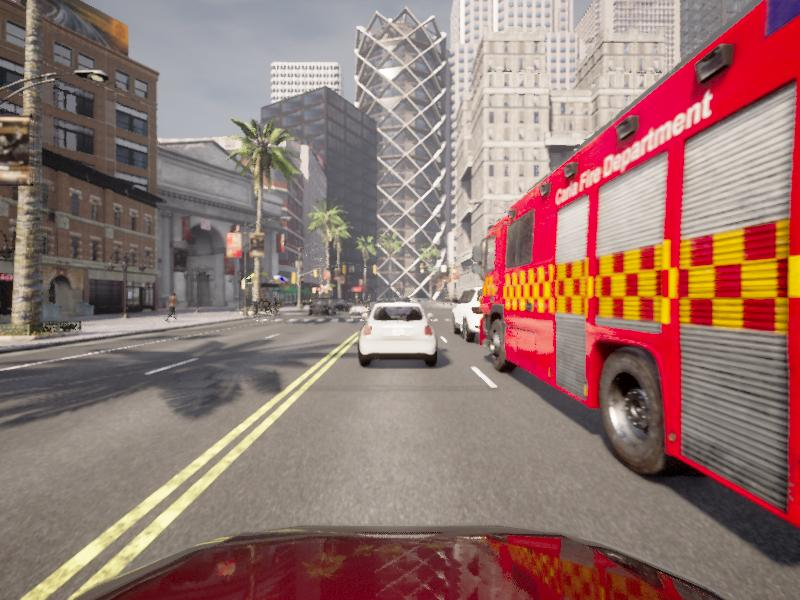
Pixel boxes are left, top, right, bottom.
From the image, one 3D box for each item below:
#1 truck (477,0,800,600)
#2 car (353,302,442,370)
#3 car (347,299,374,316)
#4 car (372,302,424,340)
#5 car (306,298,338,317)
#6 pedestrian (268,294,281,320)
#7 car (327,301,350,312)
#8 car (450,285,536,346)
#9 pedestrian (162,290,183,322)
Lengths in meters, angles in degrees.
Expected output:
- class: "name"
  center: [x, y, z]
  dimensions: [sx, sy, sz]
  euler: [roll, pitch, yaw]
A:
- class: "truck"
  center: [3.443, -0.349, 6.120]
  dimensions: [2.891, 3.827, 8.468]
  euler: [0, 0, 0]
- class: "car"
  center: [-0.060, 0.803, 10.750]
  dimensions: [1.970, 1.475, 3.806]
  euler: [0, 0, 0]
- class: "car"
  center: [-3.600, 0.653, 37.116]
  dimensions: [2.007, 1.525, 4.514]
  euler: [0, 0, 0]
- class: "car"
  center: [-0.080, 0.825, 17.474]
  dimensions: [1.994, 1.385, 4.181]
  euler: [0, 0, 0]
- class: "car"
  center: [-7.100, 0.597, 36.871]
  dimensions: [1.930, 1.638, 5.238]
  euler: [0, 0, 0]
- class: "pedestrian"
  center: [-8.961, 0.502, 28.598]
  dimensions: [0.751, 1.860, 0.751]
  euler: [0, 0, -2]
- class: "car"
  center: [-7.110, 0.723, 46.747]
  dimensions: [1.895, 1.301, 4.718]
  euler: [0, 0, 0]
- class: "car"
  center: [3.421, 0.494, 16.014]
  dimensions: [2.150, 2.045, 5.566]
  euler: [0, 0, 0]
- class: "pedestrian"
  center: [-13.555, 0.371, 23.842]
  dimensions: [0.751, 1.860, 0.751]
  euler: [0, 0, 17]
